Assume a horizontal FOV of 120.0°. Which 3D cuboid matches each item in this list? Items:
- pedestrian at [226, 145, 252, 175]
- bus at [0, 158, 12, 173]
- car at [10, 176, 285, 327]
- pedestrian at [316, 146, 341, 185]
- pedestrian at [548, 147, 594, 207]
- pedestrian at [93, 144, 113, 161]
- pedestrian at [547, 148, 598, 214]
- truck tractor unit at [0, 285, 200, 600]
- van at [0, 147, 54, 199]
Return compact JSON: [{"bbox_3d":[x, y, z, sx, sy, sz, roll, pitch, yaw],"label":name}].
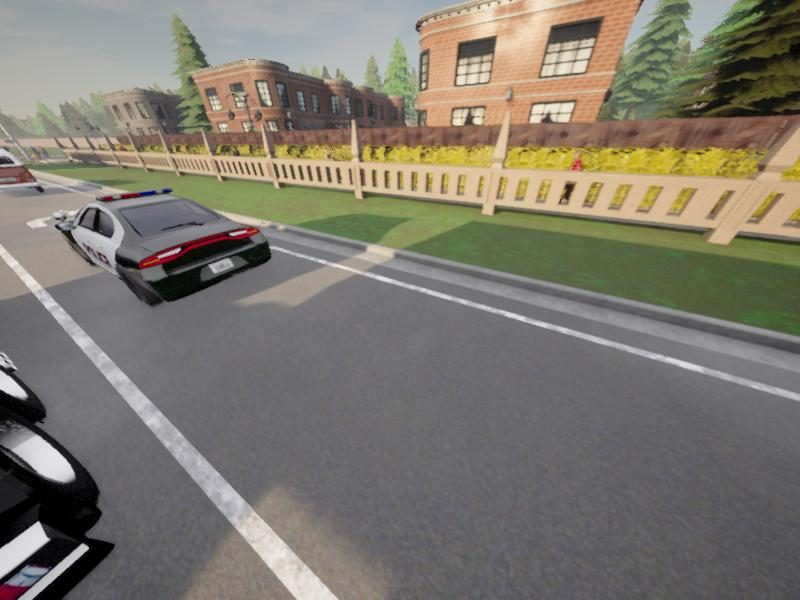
[{"bbox_3d":[-11.928,-10.386,17.139,0.751,1.860,0.751,18,39,24],"label":"pedestrian"},{"bbox_3d":[-40.653,-13.765,20.428,10.273,4.253,3.944,18,39,24],"label":"bus"},{"bbox_3d":[-5.121,-1.425,4.770,4.974,1.542,2.038,18,39,24],"label":"car"},{"bbox_3d":[-4.031,-7.705,13.217,0.751,1.860,0.751,17,38,23],"label":"pedestrian"},{"bbox_3d":[6.310,-4.579,8.635,0.751,1.860,0.751,18,39,24],"label":"pedestrian"},{"bbox_3d":[-37.917,-18.830,29.501,0.751,1.860,0.751,20,40,26],"label":"pedestrian"},{"bbox_3d":[5.736,-4.003,7.808,0.751,1.860,0.751,17,38,23],"label":"pedestrian"},{"bbox_3d":[-5.144,-0.267,0.729,6.516,4.208,3.053,17,38,22],"label":"truck tractor unit"},{"bbox_3d":[-21.235,-6.761,12.129,4.480,2.038,2.069,18,39,24],"label":"van"}]
